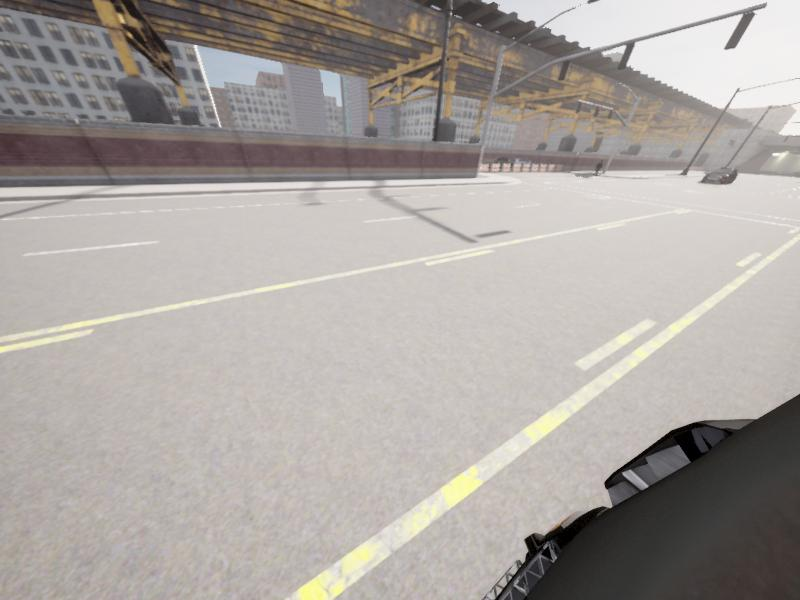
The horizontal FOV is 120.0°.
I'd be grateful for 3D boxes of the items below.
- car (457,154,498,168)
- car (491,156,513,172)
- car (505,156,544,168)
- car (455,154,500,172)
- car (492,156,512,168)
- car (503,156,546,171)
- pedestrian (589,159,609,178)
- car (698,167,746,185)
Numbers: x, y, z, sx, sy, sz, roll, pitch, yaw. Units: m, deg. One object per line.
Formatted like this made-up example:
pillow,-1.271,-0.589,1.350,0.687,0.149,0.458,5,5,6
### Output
car,9.656,-17.454,29.044,4.536,1.218,1.853,11,34,11
car,13.746,-18.393,31.043,2.038,1.542,4.974,17,36,19
car,18.045,-20.176,33.752,4.536,1.218,1.853,2,34,-1
car,9.699,-17.314,29.121,4.974,1.542,2.038,11,34,11
car,13.774,-18.550,30.995,1.853,1.218,4.536,17,36,19
car,18.091,-20.043,33.841,4.974,1.542,2.038,2,34,-1
pedestrian,22.848,-15.103,26.528,0.751,1.860,0.751,-8,35,-15
car,38.652,-14.937,27.735,4.856,1.649,2.033,-15,38,-25
